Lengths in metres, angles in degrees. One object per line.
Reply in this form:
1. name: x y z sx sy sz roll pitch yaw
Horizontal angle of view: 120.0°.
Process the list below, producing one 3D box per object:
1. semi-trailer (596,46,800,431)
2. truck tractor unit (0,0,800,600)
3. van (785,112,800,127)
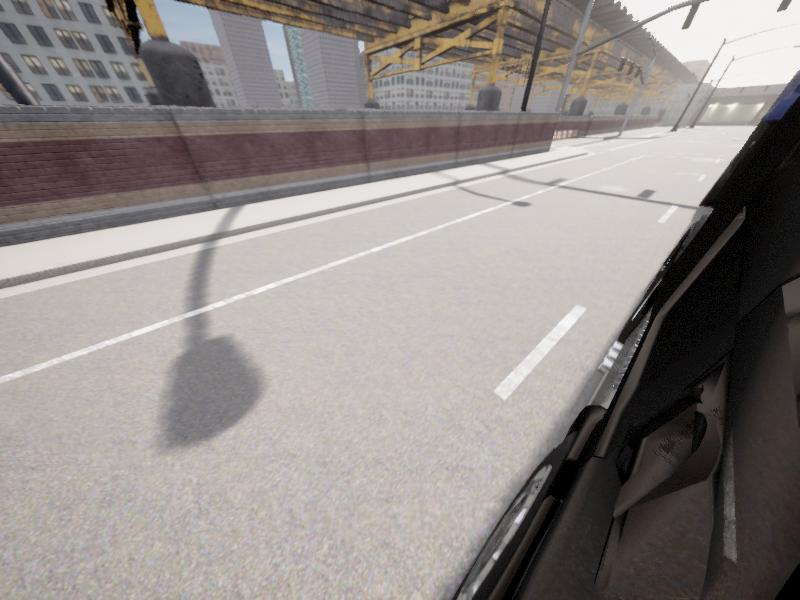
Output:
1. semi-trailer: 8.785 -3.506 4.201 14.254 4.402 2.717 -27 44 -30
2. truck tractor unit: 2.645 -0.295 0.352 6.516 4.208 3.053 -28 43 -30
3. van: 84.859 -37.547 48.064 2.351 2.431 6.366 22 43 27
